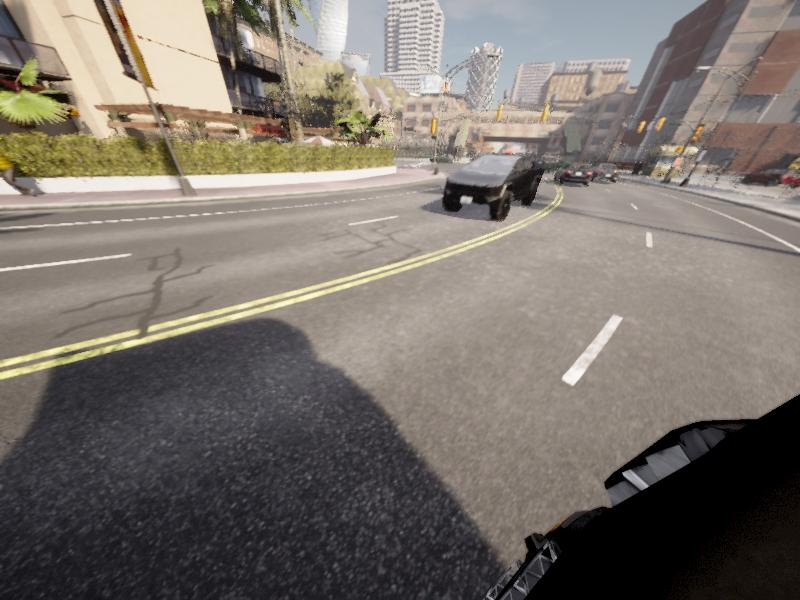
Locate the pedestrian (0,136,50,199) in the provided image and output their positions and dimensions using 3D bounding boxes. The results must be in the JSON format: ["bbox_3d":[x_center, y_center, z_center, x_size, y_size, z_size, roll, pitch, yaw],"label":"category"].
[{"bbox_3d":[-13.832,-4.628,8.105,0.751,1.860,0.751,-12,36,-21],"label":"pedestrian"}]

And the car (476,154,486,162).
[{"bbox_3d":[20.726,-36.490,59.163,2.097,1.535,5.008,12,35,14],"label":"car"}]

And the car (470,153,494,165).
[{"bbox_3d":[15.969,-27.535,45.064,4.553,1.767,2.097,-26,42,-35],"label":"car"}]

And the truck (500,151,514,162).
[{"bbox_3d":[29.224,-39.497,63.405,2.627,2.467,5.204,12,35,14],"label":"truck"}]

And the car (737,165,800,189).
[{"bbox_3d":[40.561,-13.369,24.982,2.185,1.767,4.553,12,35,14],"label":"car"}]

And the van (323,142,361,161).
[{"bbox_3d":[-9.900,-25.638,39.881,5.915,2.561,1.988,12,35,14],"label":"van"}]

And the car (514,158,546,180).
[{"bbox_3d":[13.717,-14.073,24.668,1.930,1.638,5.238,12,34,14],"label":"car"}]

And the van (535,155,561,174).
[{"bbox_3d":[20.192,-18.665,31.724,1.775,1.987,4.442,12,35,15],"label":"van"}]

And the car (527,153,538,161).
[{"bbox_3d":[47.806,-51.735,83.509,2.435,2.045,5.566,12,35,14],"label":"car"}]

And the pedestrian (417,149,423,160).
[{"bbox_3d":[4.136,-29.833,47.418,0.751,1.860,0.751,24,39,30],"label":"pedestrian"}]

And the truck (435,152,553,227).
[{"bbox_3d":[4.357,-5.141,10.133,2.390,2.098,6.274,26,40,31],"label":"truck"}]

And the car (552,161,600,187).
[{"bbox_3d":[15.541,-11.418,20.736,2.242,1.667,4.611,14,35,17],"label":"car"}]

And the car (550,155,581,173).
[{"bbox_3d":[25.617,-21.338,36.055,2.150,2.045,5.566,12,34,14],"label":"car"}]

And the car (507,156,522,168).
[{"bbox_3d":[20.303,-24.693,41.256,1.789,1.549,3.705,12,34,14],"label":"car"}]

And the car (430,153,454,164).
[{"bbox_3d":[7.619,-26.089,42.518,3.988,1.617,1.851,1,33,-2],"label":"car"}]

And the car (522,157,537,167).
[{"bbox_3d":[26.150,-28.011,46.815,1.994,1.385,4.181,12,35,14],"label":"car"}]

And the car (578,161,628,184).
[{"bbox_3d":[20.551,-13.168,23.748,2.152,1.651,5.027,13,35,16],"label":"car"}]

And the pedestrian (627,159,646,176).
[{"bbox_3d":[31.365,-17.633,30.657,0.751,1.860,0.751,9,34,11],"label":"pedestrian"}]

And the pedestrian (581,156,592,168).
[{"bbox_3d":[35.344,-26.156,43.818,0.751,1.860,0.751,12,35,14],"label":"pedestrian"}]

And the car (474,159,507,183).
[{"bbox_3d":[8.420,-11.964,21.285,2.163,1.488,4.792,14,35,18],"label":"car"}]

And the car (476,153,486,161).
[{"bbox_3d":[22.635,-39.921,64.253,2.185,1.767,4.553,12,35,14],"label":"car"}]

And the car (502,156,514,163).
[{"bbox_3d":[26.563,-34.777,57.053,2.033,1.411,5.357,12,35,14],"label":"car"}]

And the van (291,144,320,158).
[{"bbox_3d":[-18.455,-29.236,45.245,4.480,2.038,2.069,12,35,14],"label":"van"}]
